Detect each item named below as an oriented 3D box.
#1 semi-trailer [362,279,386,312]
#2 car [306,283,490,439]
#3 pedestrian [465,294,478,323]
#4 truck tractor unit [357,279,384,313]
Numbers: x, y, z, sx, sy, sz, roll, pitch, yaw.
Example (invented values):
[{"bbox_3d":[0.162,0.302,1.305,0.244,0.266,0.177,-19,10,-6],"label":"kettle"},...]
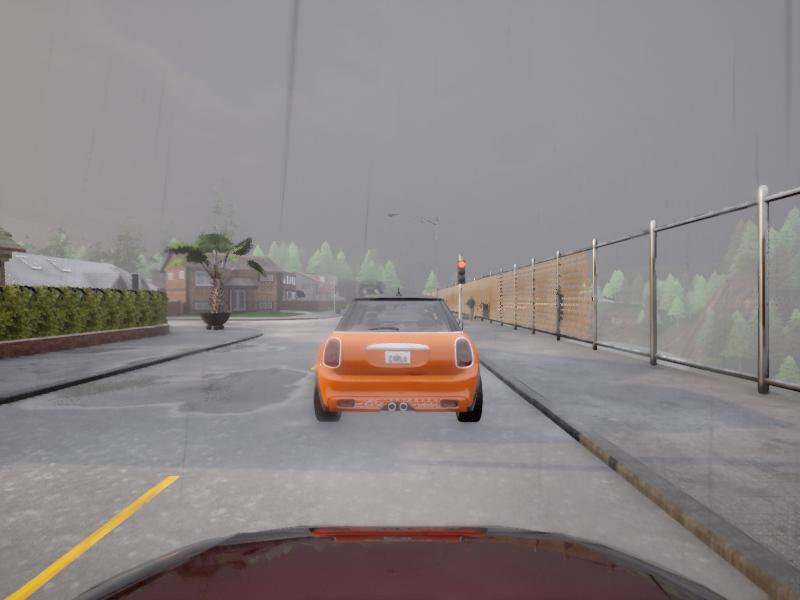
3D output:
[{"bbox_3d":[-3.716,-0.620,60.840,2.717,4.402,14.254,0,0,0],"label":"semi-trailer"},{"bbox_3d":[-0.001,0.694,6.836,2.097,1.767,4.553,0,0,1],"label":"car"},{"bbox_3d":[4.671,0.533,26.286,0.751,1.860,0.751,0,0,1],"label":"pedestrian"},{"bbox_3d":[-3.754,-0.519,52.922,3.053,4.208,6.516,0,0,0],"label":"truck tractor unit"}]
